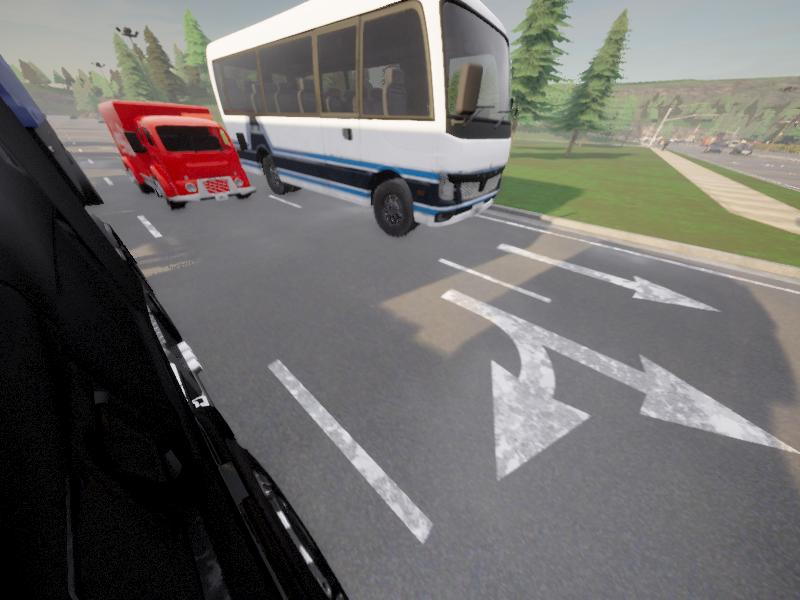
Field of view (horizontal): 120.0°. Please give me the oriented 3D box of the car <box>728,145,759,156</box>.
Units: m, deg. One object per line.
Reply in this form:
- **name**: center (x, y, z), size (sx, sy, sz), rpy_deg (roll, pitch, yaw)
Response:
- **car**: center (68.183, -29.721, 45.915), size (2.033, 1.649, 4.856), rpy_deg (27, 43, 29)

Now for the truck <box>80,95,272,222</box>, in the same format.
- **truck**: center (-7.017, -4.647, 7.350), size (5.204, 2.467, 2.627), rpy_deg (28, 44, 30)

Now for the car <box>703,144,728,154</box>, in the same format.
- **car**: center (66.768, -32.005, 48.952), size (2.038, 1.542, 4.974), rpy_deg (27, 44, 29)

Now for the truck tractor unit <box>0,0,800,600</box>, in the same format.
- **truck tractor unit**: center (-2.645, -0.295, 0.351), size (6.516, 4.208, 3.053), rpy_deg (28, 44, 30)

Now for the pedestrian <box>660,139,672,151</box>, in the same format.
- **pedestrian**: center (52.177, -30.371, 45.350), size (0.751, 1.860, 0.751), rpy_deg (29, 44, 31)

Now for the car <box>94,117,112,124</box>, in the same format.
- **car**: center (-81.982, -49.582, 63.731), size (4.902, 1.511, 2.128), rpy_deg (28, 44, 30)

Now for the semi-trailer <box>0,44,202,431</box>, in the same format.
- **semi-trailer**: center (-8.701, -3.599, 4.232), size (14.254, 4.402, 2.717), rpy_deg (28, 44, 30)

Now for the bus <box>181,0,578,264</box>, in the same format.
- **bus**: center (-1.733, -5.400, 7.182), size (10.273, 4.253, 3.944), rpy_deg (28, 44, 30)

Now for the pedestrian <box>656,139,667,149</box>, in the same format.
- **pedestrian**: center (59.301, -35.291, 52.330), size (0.751, 1.860, 0.751), rpy_deg (21, 41, 23)
